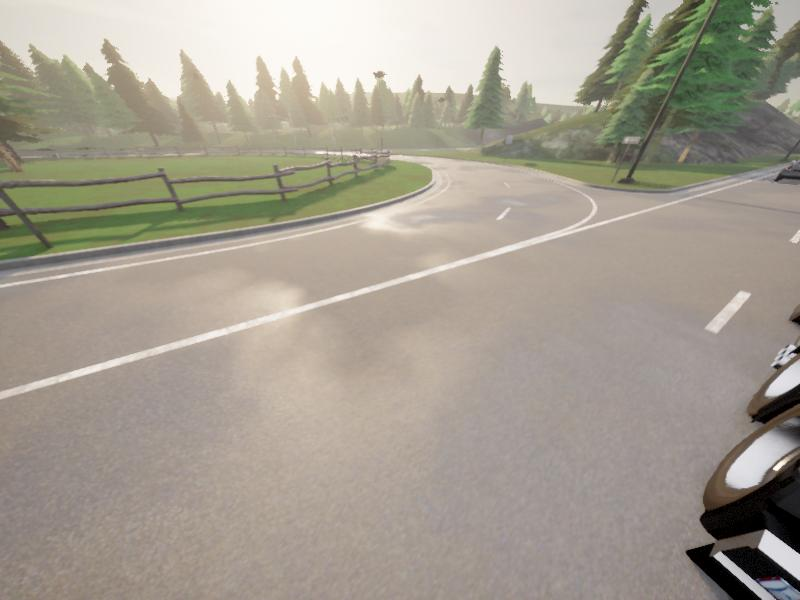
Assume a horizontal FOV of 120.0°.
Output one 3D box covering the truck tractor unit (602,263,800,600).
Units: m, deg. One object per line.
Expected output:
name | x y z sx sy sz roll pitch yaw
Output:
truck tractor unit | 5.112 -0.298 0.785 6.516 4.208 3.053 -18 39 -24

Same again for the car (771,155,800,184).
car | 28.094 -8.963 15.838 3.806 1.475 1.970 -18 39 -24
